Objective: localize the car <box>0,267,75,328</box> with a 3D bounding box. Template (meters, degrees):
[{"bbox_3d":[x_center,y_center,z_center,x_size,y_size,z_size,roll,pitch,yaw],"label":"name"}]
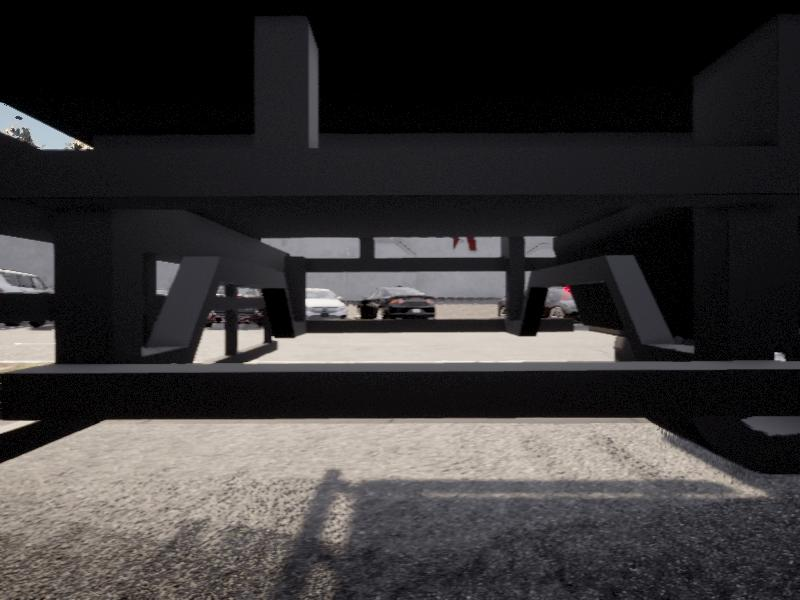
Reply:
[{"bbox_3d":[-15.317,-0.071,15.558,2.435,2.045,5.566,1,-1,-20],"label":"car"}]

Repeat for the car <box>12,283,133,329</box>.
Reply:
[{"bbox_3d":[-12.320,0.229,15.553,2.163,1.488,4.792,0,-1,-20],"label":"car"}]

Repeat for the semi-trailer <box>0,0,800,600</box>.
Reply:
[{"bbox_3d":[5.991,-1.215,1.698,14.254,4.402,2.717,0,0,0],"label":"semi-trailer"}]

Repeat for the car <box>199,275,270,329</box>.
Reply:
[{"bbox_3d":[-6.306,0.099,15.556,2.185,1.767,4.553,1,-1,-20],"label":"car"}]

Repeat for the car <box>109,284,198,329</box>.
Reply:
[{"bbox_3d":[-9.295,0.258,15.528,2.002,1.452,4.674,1,-1,-20],"label":"car"}]

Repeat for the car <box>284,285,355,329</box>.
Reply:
[{"bbox_3d":[-3.296,0.271,15.524,2.002,1.452,4.674,1,-1,-20],"label":"car"}]
